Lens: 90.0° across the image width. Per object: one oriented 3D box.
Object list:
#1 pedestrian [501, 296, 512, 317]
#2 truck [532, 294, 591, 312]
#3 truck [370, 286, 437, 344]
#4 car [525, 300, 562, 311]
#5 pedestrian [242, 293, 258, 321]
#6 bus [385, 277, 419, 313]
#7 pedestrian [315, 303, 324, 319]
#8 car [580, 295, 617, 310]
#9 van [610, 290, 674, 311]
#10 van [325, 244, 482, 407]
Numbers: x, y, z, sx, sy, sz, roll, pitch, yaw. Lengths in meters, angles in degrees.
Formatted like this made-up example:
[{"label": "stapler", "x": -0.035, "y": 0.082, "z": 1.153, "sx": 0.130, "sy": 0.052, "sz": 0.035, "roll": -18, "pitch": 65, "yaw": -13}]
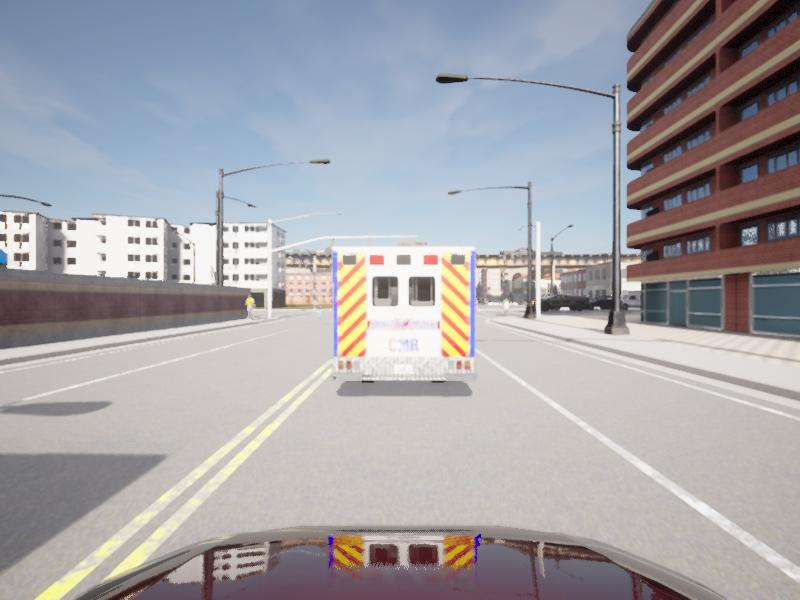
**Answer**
[{"label": "pedestrian", "x": 9.549, "y": 0.563, "z": 35.901, "sx": 0.751, "sy": 1.860, "sz": 0.751, "roll": 0, "pitch": 0, "yaw": -3}, {"label": "truck", "x": 19.668, "y": 0.356, "z": 49.022, "sx": 6.274, "sy": 2.098, "sz": 2.390, "roll": -1, "pitch": 0, "yaw": 2}, {"label": "truck", "x": 0.159, "y": 0.532, "z": 17.394, "sx": 2.390, "sy": 2.098, "sz": 6.274, "roll": 0, "pitch": 0, "yaw": 1}, {"label": "car", "x": 18.797, "y": 0.734, "z": 52.549, "sx": 4.181, "sy": 1.385, "sz": 1.994, "roll": -1, "pitch": 0, "yaw": 2}, {"label": "pedestrian", "x": -10.374, "y": 0.471, "z": 27.688, "sx": 0.751, "sy": 1.860, "sz": 0.751, "roll": 0, "pitch": 0, "yaw": 6}, {"label": "bus", "x": 0.339, "y": -0.594, "z": 51.877, "sx": 3.944, "sy": 4.253, "sz": 10.273, "roll": 0, "pitch": 0, "yaw": 1}, {"label": "pedestrian", "x": -6.653, "y": 0.894, "z": 33.136, "sx": 0.751, "sy": 1.300, "sz": 0.751, "roll": 0, "pitch": 0, "yaw": -12}, {"label": "car", "x": 25.906, "y": 0.370, "z": 52.340, "sx": 3.866, "sy": 1.878, "sz": 1.905, "roll": -1, "pitch": 0, "yaw": 2}, {"label": "van", "x": 29.394, "y": 0.044, "z": 48.737, "sx": 6.366, "sy": 2.431, "sz": 2.351, "roll": -1, "pitch": 0, "yaw": 2}, {"label": "van", "x": 0.084, "y": 0.373, "z": 9.155, "sx": 2.351, "sy": 2.431, "sz": 6.366, "roll": 0, "pitch": 0, "yaw": 1}]
